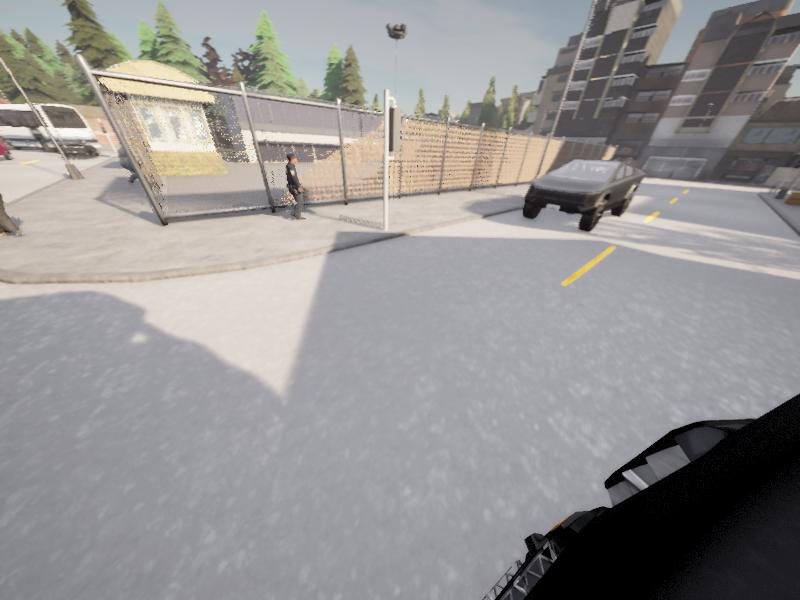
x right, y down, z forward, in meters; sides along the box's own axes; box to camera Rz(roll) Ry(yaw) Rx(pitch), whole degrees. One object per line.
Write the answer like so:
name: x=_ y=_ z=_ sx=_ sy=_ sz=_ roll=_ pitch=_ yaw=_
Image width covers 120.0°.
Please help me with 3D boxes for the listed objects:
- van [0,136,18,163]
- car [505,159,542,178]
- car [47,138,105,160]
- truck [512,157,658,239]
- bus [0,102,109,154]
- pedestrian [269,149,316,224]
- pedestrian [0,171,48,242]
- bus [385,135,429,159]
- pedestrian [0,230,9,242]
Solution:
van: x=-30.766 y=-11.163 z=16.661 sx=1.775 sy=1.987 sz=4.442 roll=-24 pitch=42 yaw=-34
car: x=13.346 y=-14.269 z=24.947 sx=3.705 sy=1.547 sz=1.789 roll=-23 pitch=41 yaw=-33
car: x=-30.844 y=-14.569 z=22.227 sx=2.128 sy=1.511 sz=4.902 roll=-23 pitch=41 yaw=-33
truck: x=7.504 y=-4.375 z=9.222 sx=6.274 sy=2.098 sz=2.390 roll=-23 pitch=41 yaw=-33
bus: x=-40.189 y=-18.954 z=25.632 sx=10.273 sy=4.253 sz=3.944 roll=8 pitch=36 yaw=9
pedestrian: x=-3.138 y=-3.324 z=6.818 sx=0.751 sy=1.860 sz=0.751 roll=-19 pitch=40 yaw=-30
pedestrian: x=-8.812 y=-2.224 z=4.731 sx=0.751 sy=1.860 sz=0.751 roll=-7 pitch=35 yaw=-14
bus: x=1.744 y=-35.518 z=53.783 sx=10.273 sy=4.253 sz=3.944 roll=-25 pitch=42 yaw=-36
pedestrian: x=-8.918 y=-1.896 z=4.229 sx=0.751 sy=1.860 sz=0.751 roll=0 pitch=34 yaw=-5
